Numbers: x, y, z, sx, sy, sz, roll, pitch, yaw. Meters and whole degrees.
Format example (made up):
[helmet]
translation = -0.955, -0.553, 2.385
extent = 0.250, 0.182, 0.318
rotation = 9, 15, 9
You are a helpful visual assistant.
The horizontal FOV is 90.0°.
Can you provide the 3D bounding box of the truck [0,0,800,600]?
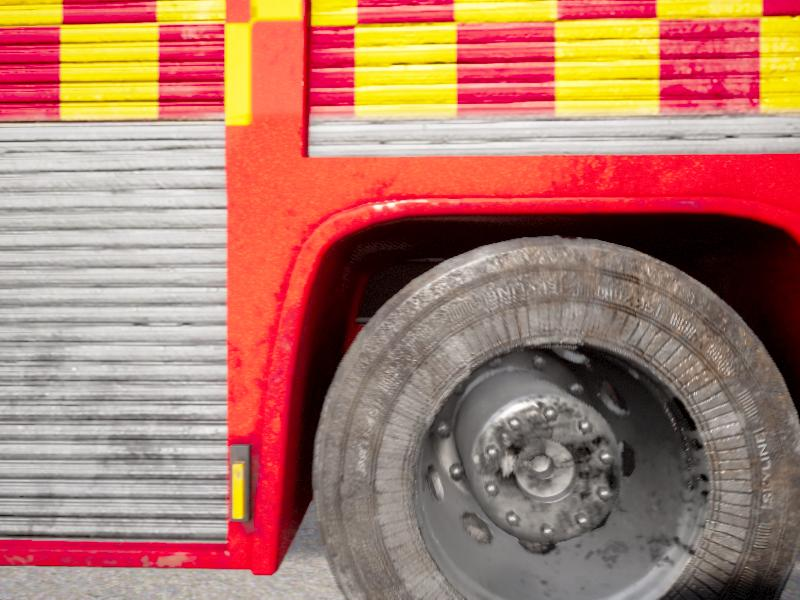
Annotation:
[truck]
translation = -2.031, -0.920, 2.319
extent = 8.468, 3.827, 2.891
rotation = 0, 0, 1
